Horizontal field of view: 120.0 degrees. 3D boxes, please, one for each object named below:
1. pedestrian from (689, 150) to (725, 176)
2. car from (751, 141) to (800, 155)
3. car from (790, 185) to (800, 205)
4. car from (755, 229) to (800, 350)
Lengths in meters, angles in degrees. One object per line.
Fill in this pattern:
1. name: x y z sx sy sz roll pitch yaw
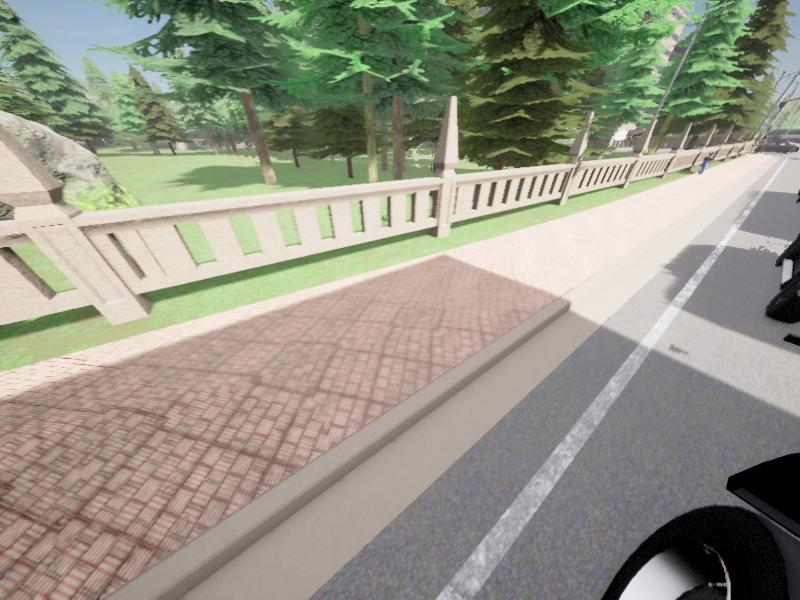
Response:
1. pedestrian: 19.148 -8.558 14.440 0.751 1.300 0.751 -23 41 -28
2. car: 53.560 -21.599 32.709 3.633 1.501 1.845 26 43 32
3. car: 17.337 -4.546 8.878 3.633 1.501 1.845 -22 41 -28
4. car: 7.317 -0.604 3.072 4.605 1.855 1.932 -22 41 -28
